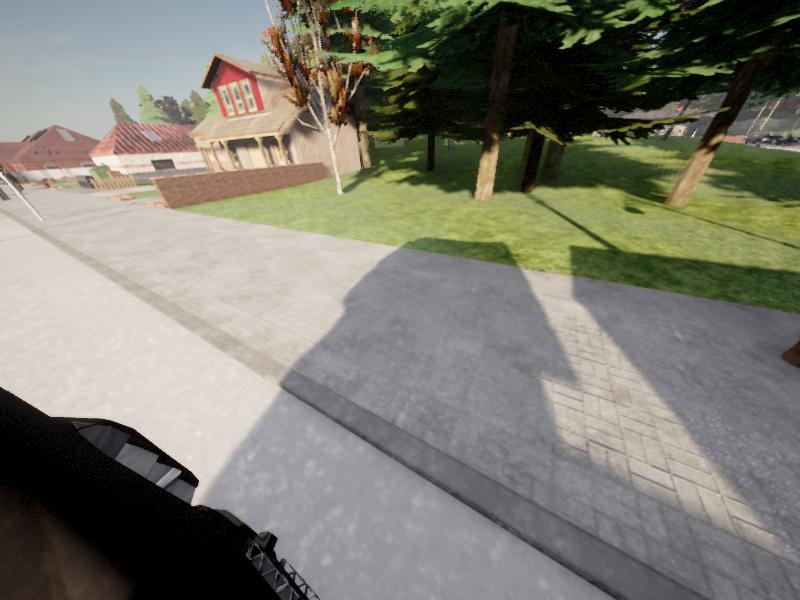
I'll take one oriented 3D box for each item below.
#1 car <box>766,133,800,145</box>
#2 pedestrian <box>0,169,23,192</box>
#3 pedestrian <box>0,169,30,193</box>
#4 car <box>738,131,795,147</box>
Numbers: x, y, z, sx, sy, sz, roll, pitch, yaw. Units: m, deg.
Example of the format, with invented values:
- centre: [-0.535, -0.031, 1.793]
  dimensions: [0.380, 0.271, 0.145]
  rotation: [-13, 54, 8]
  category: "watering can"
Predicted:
- centre: [55.536, -22.895, 32.848]
  dimensions: [1.895, 1.301, 4.718]
  rotation: [16, 38, 25]
  category: "car"
- centre: [-37.724, -11.428, 22.126]
  dimensions: [0.751, 1.860, 0.751]
  rotation: [10, 36, 19]
  category: "pedestrian"
- centre: [-35.710, -10.981, 21.298]
  dimensions: [0.751, 1.860, 0.751]
  rotation: [14, 37, 23]
  category: "pedestrian"
- centre: [50.581, -22.329, 32.091]
  dimensions: [2.152, 1.651, 5.027]
  rotation: [16, 38, 26]
  category: "car"
